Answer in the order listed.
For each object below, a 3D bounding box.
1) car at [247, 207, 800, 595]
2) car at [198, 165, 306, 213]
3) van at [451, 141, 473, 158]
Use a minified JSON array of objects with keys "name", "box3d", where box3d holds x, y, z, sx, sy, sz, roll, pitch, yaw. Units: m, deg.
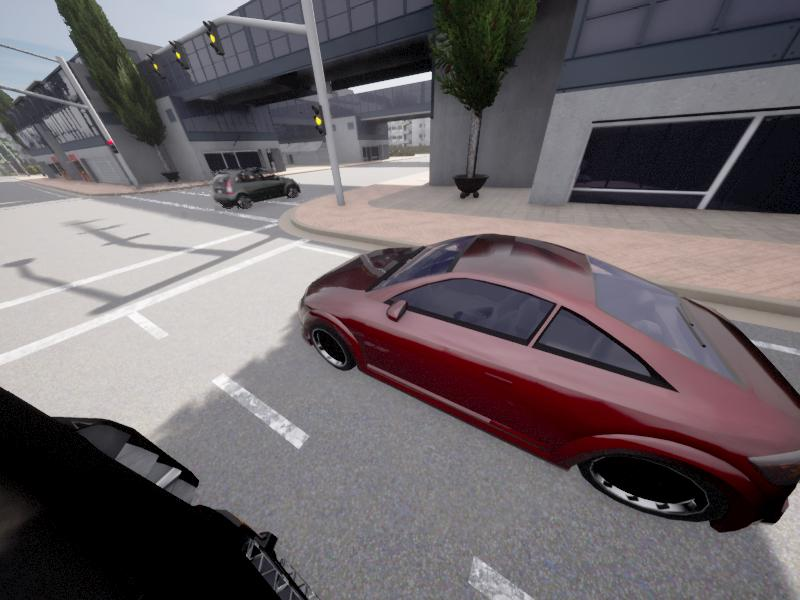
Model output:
[{"name":"car","box3d":[0.773,0.073,2.537,4.181,1.385,1.994,16,38,26]},{"name":"car","box3d":[-7.236,-5.826,11.813,1.851,1.617,3.988,16,38,26]},{"name":"van","box3d":[11.979,-29.007,44.394,1.988,2.561,5.915,16,38,26]}]
